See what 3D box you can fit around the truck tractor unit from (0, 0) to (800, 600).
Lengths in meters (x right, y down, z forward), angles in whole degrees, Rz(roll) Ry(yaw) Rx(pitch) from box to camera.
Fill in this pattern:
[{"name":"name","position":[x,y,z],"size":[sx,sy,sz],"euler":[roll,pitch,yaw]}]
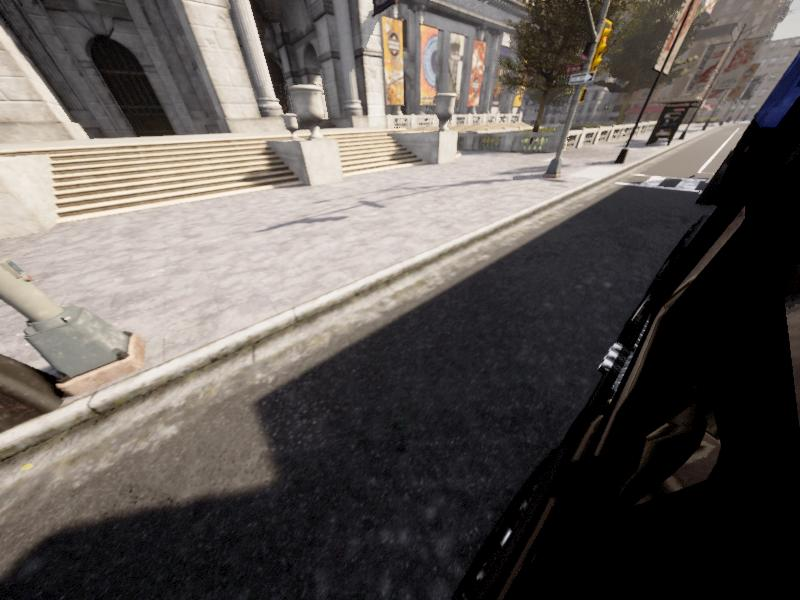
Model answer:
[{"name":"truck tractor unit","position":[2.645,-0.295,0.351],"size":[6.516,4.208,3.053],"euler":[-28,44,-30]}]

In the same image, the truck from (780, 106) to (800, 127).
[{"name":"truck","position":[59.532,-27.092,34.028],"size":[5.204,2.467,2.627],"euler":[-25,42,-27]}]

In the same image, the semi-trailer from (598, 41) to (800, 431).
[{"name":"semi-trailer","position":[8.691,-3.609,4.237],"size":[14.254,4.402,2.717],"euler":[-28,44,-30]}]
